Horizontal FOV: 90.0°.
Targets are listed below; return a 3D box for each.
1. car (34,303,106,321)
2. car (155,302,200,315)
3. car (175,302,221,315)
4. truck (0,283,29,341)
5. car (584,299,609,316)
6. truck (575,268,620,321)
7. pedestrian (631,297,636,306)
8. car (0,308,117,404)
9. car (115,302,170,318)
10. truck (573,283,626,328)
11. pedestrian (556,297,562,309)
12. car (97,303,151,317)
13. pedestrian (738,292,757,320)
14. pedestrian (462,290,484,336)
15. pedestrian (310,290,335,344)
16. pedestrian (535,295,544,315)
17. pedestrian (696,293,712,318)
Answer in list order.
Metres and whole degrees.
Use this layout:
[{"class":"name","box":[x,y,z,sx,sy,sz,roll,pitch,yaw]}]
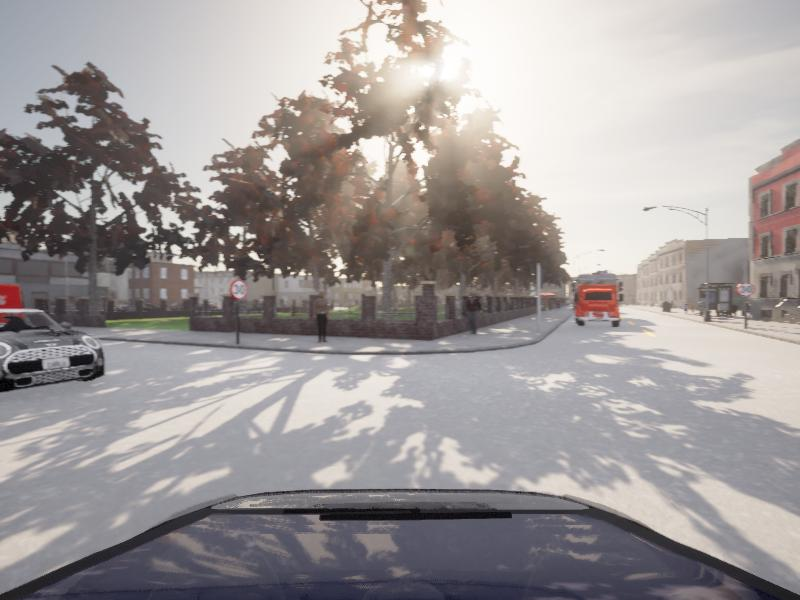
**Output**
[{"class":"car","box":[-31.511,1.116,38.387,2.128,1.511,4.902,0,0,26]},{"class":"car","box":[-29.097,1.059,52.436,2.033,1.649,4.856,0,0,26]},{"class":"car","box":[-25.381,1.088,50.514,2.128,1.511,4.902,0,0,23]},{"class":"truck","box":[-19.638,0.524,17.976,5.204,2.467,2.627,0,0,25]},{"class":"car","box":[19.891,0.692,40.622,2.152,1.651,5.027,0,0,26]},{"class":"truck","box":[16.172,-0.393,32.945,2.891,3.827,8.468,0,0,26]},{"class":"pedestrian","box":[51.464,0.280,88.166,0.751,1.860,0.751,0,0,24]},{"class":"car","box":[-7.745,0.921,7.823,3.806,1.475,1.970,0,0,25]},{"class":"car","box":[-28.414,1.043,44.364,2.033,1.649,4.856,0,0,24]},{"class":"truck","box":[12.196,0.303,24.693,2.627,2.467,5.204,0,0,25]},{"class":"pedestrian","box":[23.283,0.444,58.732,0.751,1.860,0.751,0,0,26]},{"class":"car","box":[-31.996,1.139,46.517,1.837,1.490,4.892,0,0,26]},{"class":"pedestrian","box":[23.330,0.402,26.864,0.751,1.860,0.751,0,0,24]},{"class":"pedestrian","box":[3.097,0.535,16.880,0.751,1.860,0.751,0,0,24]},{"class":"pedestrian","box":[-2.767,0.574,14.229,0.751,1.860,0.751,0,0,-22]},{"class":"pedestrian","box":[13.221,0.489,37.917,0.751,1.860,0.751,0,0,9]},{"class":"pedestrian","box":[22.942,0.409,30.168,0.751,1.860,0.751,0,0,19]}]
